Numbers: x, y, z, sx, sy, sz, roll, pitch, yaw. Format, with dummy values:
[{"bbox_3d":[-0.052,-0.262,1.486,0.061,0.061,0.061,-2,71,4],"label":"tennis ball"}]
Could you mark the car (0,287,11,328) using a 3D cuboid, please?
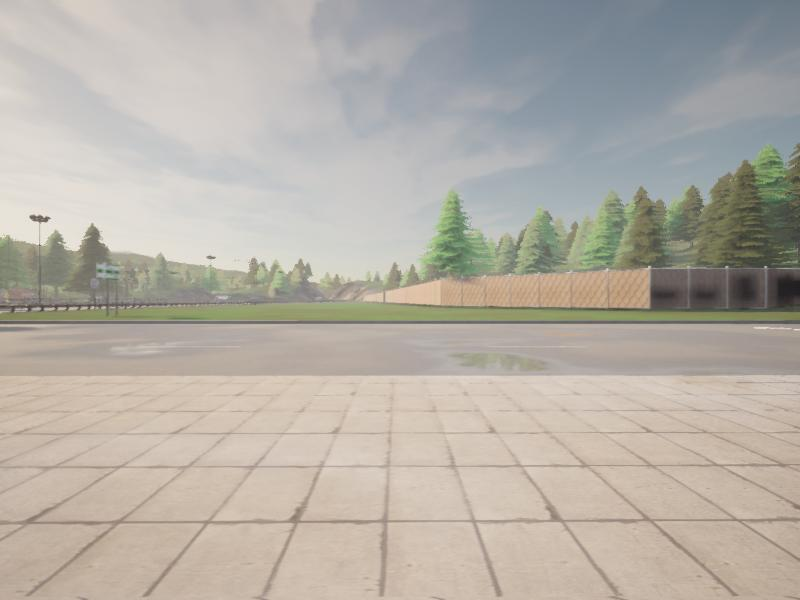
[{"bbox_3d":[-16.542,0.273,13.710,4.674,1.442,1.812,0,0,0],"label":"car"}]
